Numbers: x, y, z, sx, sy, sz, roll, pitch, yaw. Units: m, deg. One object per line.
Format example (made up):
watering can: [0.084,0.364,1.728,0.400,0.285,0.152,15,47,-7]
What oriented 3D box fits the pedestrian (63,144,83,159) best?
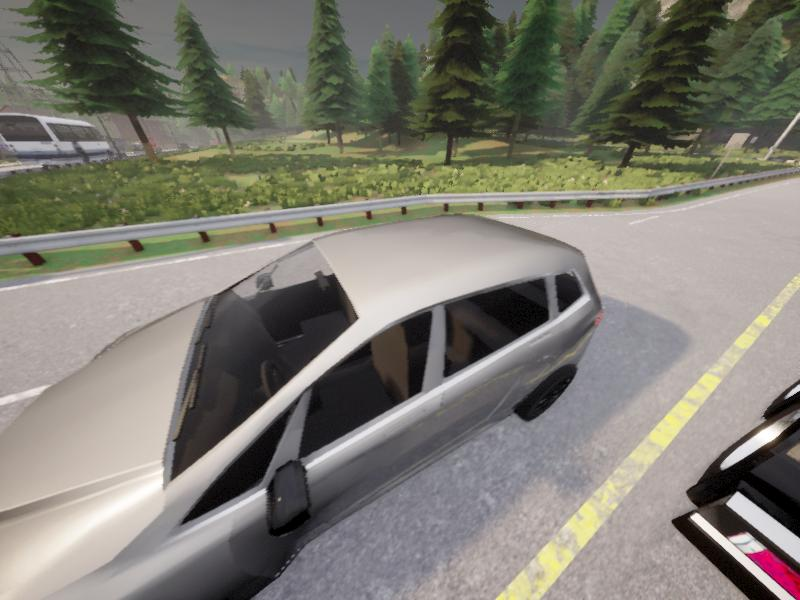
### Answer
pedestrian: [-49.352,-22.398,34.912,0.751,1.860,0.751,-10,36,-15]

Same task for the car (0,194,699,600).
car: [-0.368,0.343,2.086,4.611,1.667,2.242,-17,38,-23]

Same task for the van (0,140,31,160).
van: [-60.917,-22.057,33.939,6.366,2.431,2.351,-17,38,-23]

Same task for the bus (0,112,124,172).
bus: [-34.854,-16.305,24.009,3.944,4.253,10.273,-16,38,-22]

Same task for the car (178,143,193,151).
car: [-59.123,-42.215,63.745,1.905,1.878,3.866,-16,38,-22]

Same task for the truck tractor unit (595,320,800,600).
truck tractor unit: [5.197,-0.205,0.643,6.516,4.208,3.053,-14,37,-19]

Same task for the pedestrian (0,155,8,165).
pedestrian: [-43.373,-15.424,24.512,0.751,1.860,0.751,-14,37,-20]

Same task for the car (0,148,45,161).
car: [-55.782,-20.929,33.142,4.792,1.488,2.163,-17,38,-23]
